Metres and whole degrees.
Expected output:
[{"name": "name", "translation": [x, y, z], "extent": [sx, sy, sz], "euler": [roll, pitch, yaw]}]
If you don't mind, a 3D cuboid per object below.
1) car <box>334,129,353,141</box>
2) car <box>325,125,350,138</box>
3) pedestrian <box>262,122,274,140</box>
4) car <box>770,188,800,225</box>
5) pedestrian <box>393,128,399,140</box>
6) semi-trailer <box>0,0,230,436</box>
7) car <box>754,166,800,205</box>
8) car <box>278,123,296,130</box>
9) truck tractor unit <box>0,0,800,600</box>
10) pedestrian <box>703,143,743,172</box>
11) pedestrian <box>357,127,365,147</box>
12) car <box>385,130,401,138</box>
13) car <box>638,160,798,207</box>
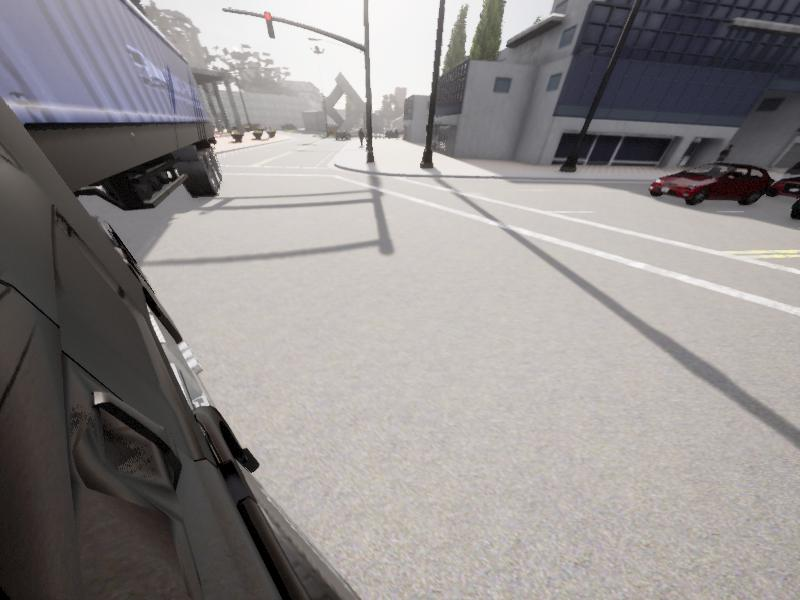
[{"name": "car", "translation": [-9.760, -28.593, 39.970], "extent": [1.837, 1.490, 4.892], "euler": [4, 37, 2]}, {"name": "car", "translation": [-12.734, -34.644, 47.537], "extent": [4.605, 1.855, 1.932], "euler": [-1, 38, -6]}, {"name": "pedestrian", "translation": [-16.999, -21.795, 29.800], "extent": [0.751, 1.860, 0.751], "euler": [-3, 37, -7]}, {"name": "car", "translation": [16.577, -3.321, 7.389], "extent": [5.566, 2.045, 2.150], "euler": [-3, 37, -7]}, {"name": "pedestrian", "translation": [-0.759, -33.489, 46.528], "extent": [0.751, 1.860, 0.751], "euler": [31, 45, 32]}, {"name": "semi-trailer", "translation": [-6.881, -4.431, 5.433], "extent": [2.717, 4.402, 14.254], "euler": [-16, 41, -22]}, {"name": "car", "translation": [20.509, -5.396, 10.961], "extent": [4.181, 1.385, 1.994], "euler": [-2, 37, -6]}, {"name": "car", "translation": [-36.343, -55.970, 74.544], "extent": [4.553, 1.767, 2.097], "euler": [-27, 46, -34]}, {"name": "truck tractor unit", "translation": [-2.645, -0.295, 0.351], "extent": [6.516, 4.208, 3.053], "euler": [28, 44, 30]}, {"name": "pedestrian", "translation": [25.817, -11.407, 18.505], "extent": [0.751, 1.860, 0.751], "euler": [-6, 38, -12]}, {"name": "pedestrian", "translation": [-4.397, -18.487, 26.224], "extent": [0.751, 1.860, 0.751], "euler": [1, 37, -3]}, {"name": "car", "translation": [-1.681, -39.636, 55.245], "extent": [3.633, 1.501, 1.845], "euler": [-29, 47, -35]}, {"name": "car", "translation": [13.502, -5.080, 10.035], "extent": [4.193, 1.474, 1.816], "euler": [-3, 37, -7]}]
